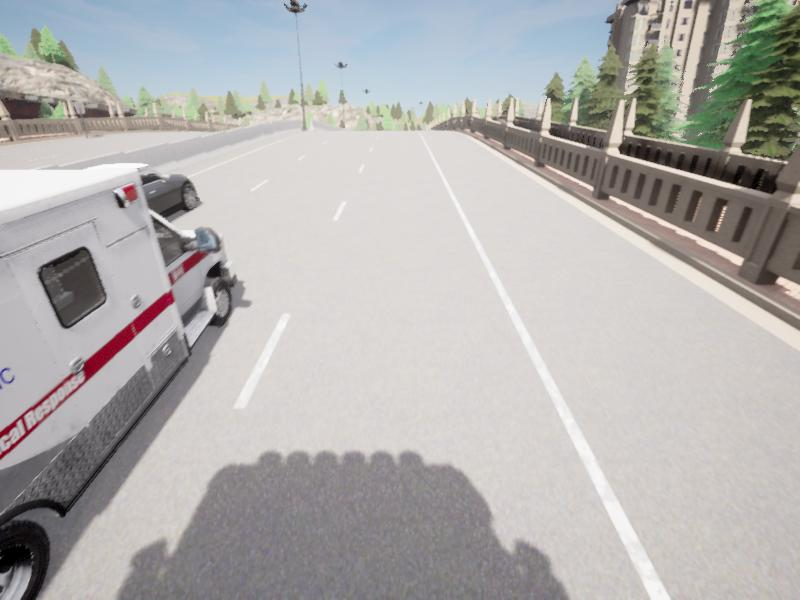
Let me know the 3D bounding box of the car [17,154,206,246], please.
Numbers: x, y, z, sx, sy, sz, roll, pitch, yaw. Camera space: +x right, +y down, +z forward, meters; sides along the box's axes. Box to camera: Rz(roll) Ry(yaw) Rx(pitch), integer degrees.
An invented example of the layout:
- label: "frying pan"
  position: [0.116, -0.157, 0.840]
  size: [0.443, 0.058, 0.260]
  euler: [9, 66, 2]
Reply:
- label: "car"
  position: [-7.003, -2.743, 10.368]
  size: [1.970, 1.475, 3.806]
  euler: [0, 27, 0]

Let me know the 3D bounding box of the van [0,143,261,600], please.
- label: "van"
  position: [-3.500, 0.363, 3.280]
  size: [2.351, 2.431, 6.366]
  euler: [0, 27, 0]
